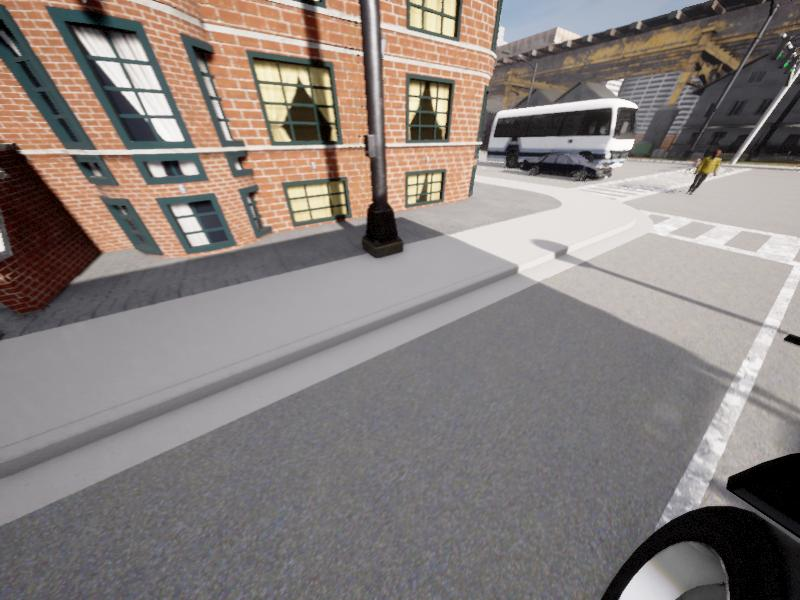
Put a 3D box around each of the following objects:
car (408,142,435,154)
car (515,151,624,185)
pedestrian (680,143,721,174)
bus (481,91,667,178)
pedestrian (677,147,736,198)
[{"bbox_3d":[3.731,-27.139,41.150,1.930,1.638,5.238,-20,40,-25],"label":"car"},{"bbox_3d":[10.775,-8.882,15.295,2.033,1.411,5.357,-20,39,-25],"label":"car"},{"bbox_3d":[21.451,-10.127,16.533,0.751,1.860,0.751,-4,35,-5],"label":"pedestrian"},{"bbox_3d":[12.164,-12.732,18.292,3.944,4.253,10.273,-20,39,-25],"label":"bus"},{"bbox_3d":[13.317,-5.577,10.116,0.751,1.860,0.751,29,45,35],"label":"pedestrian"}]
